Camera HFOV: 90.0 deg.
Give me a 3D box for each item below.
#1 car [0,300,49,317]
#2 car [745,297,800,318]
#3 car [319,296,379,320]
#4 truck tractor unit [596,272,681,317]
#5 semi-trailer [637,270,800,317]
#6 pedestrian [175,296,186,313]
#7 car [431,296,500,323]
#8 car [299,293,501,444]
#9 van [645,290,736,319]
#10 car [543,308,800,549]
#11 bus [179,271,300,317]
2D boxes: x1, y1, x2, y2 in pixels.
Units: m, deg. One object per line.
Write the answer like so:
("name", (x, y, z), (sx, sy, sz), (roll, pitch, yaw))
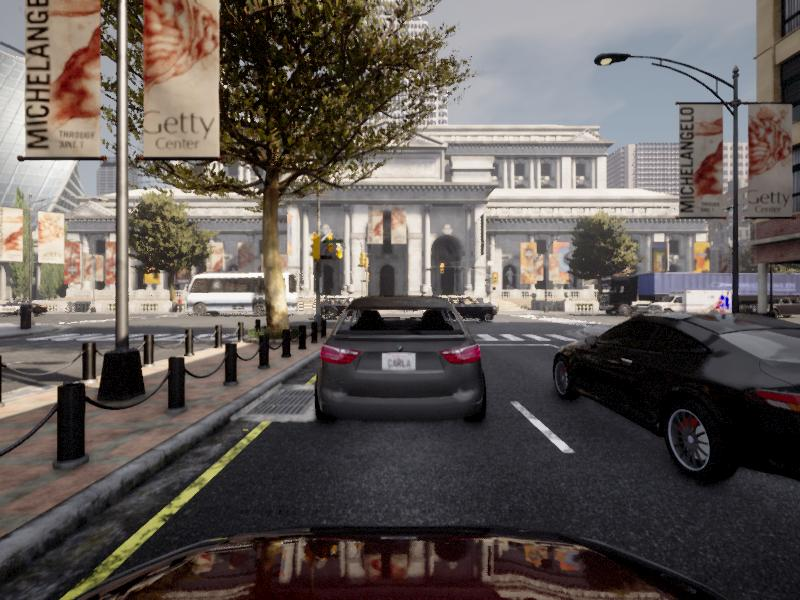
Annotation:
("car", (-38.063, 0.823, 39.534), (4.974, 1.542, 2.038), (0, 0, 0))
("car", (33.812, 0.652, 35.536), (4.605, 1.855, 1.932), (0, 0, 0))
("car", (-4.053, 0.649, 32.314), (4.605, 1.855, 1.932), (1, 0, 0))
("truck tractor unit", (23.165, -0.498, 39.124), (6.516, 4.208, 3.053), (0, 0, 0))
("semi-trailer", (31.085, -0.620, 39.162), (14.254, 4.402, 2.717), (0, 0, 0))
("pedestrian", (-24.497, 0.485, 44.623), (0.751, 1.860, 0.751), (0, 0, 19))
("car", (4.610, 0.653, 28.753), (4.605, 1.855, 1.932), (0, 0, 0))
("car", (0.019, 0.756, 6.742), (2.242, 1.667, 4.611), (0, 0, 0))
("van", (25.704, 0.377, 35.601), (6.366, 2.431, 2.351), (0, 0, 0))
("car", (3.472, 0.870, 4.859), (1.812, 1.442, 4.674), (0, 0, 0))
("bus", (-15.507, -0.536, 39.282), (10.273, 4.253, 3.944), (0, 0, 0))
